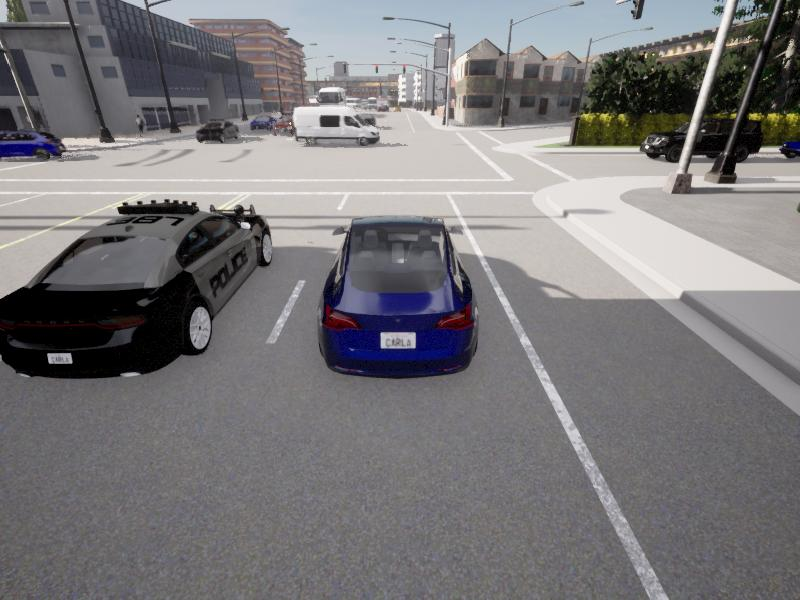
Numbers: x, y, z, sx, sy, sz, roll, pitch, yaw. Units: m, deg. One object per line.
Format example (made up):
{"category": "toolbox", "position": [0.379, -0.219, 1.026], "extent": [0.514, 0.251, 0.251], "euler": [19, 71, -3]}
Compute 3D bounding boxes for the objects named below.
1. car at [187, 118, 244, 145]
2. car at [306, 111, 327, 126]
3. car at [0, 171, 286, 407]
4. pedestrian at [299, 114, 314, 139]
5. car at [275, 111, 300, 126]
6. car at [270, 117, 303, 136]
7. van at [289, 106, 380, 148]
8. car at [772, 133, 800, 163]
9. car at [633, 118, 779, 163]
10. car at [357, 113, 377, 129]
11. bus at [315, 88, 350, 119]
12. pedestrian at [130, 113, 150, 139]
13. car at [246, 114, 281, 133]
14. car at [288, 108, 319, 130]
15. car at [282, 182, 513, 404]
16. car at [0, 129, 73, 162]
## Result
{"category": "car", "position": [-14.239, -13.252, 31.289], "extent": [1.930, 1.638, 5.238], "euler": [0, 26, 0]}
{"category": "car", "position": [-10.838, -23.681, 52.103], "extent": [1.812, 1.442, 4.674], "euler": [0, 27, 0]}
{"category": "car", "position": [-3.525, -0.752, 6.335], "extent": [1.930, 1.638, 5.238], "euler": [0, 27, 0]}
{"category": "pedestrian", "position": [-7.912, -14.732, 33.952], "extent": [0.751, 1.860, 0.751], "euler": [24, 35, 39]}
{"category": "car", "position": [-14.332, -23.354, 51.415], "extent": [1.837, 1.490, 4.892], "euler": [0, 27, 0]}
{"category": "car", "position": [-10.725, -16.536, 38.052], "extent": [1.812, 1.442, 4.674], "euler": [0, 27, 0]}
{"category": "van", "position": [-4.462, -12.258, 28.280], "extent": [5.915, 2.561, 1.988], "euler": [1, 29, 3]}
{"category": "car", "position": [23.276, -8.124, 21.335], "extent": [4.718, 1.301, 1.895], "euler": [0, 26, 0]}
{"category": "car", "position": [15.943, -8.466, 21.182], "extent": [5.566, 2.045, 2.150], "euler": [0, 26, 0]}
{"category": "car", "position": [-3.819, -20.976, 46.761], "extent": [1.882, 1.535, 5.008], "euler": [0, 27, 0]}
{"category": "bus", "position": [-10.815, -32.435, 65.682], "extent": [3.944, 4.253, 10.273], "euler": [0, 28, 0]}
{"category": "pedestrian", "position": [-20.719, -13.863, 31.883], "extent": [0.751, 1.860, 0.751], "euler": [-5, 27, -10]}
{"category": "car", "position": [-14.281, -18.641, 42.148], "extent": [1.882, 1.535, 5.008], "euler": [0, 26, 0]}
{"category": "car", "position": [-10.792, -20.544, 45.352], "extent": [2.150, 2.045, 5.566], "euler": [0, 27, 0]}
{"category": "car", "position": [-0.032, -0.602, 6.211], "extent": [2.163, 1.488, 4.792], "euler": [0, 27, 0]}
{"category": "car", "position": [-20.803, -8.367, 21.639], "extent": [4.193, 1.474, 1.816], "euler": [-7, 28, -14]}
